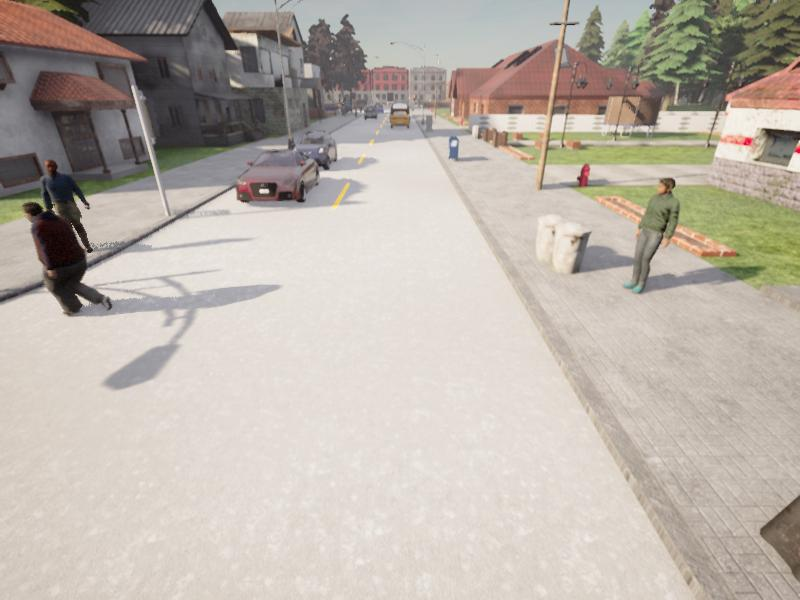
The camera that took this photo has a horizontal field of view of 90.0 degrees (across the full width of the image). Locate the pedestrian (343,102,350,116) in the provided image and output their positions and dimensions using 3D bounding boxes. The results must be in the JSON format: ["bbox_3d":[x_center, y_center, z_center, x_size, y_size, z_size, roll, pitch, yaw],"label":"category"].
[{"bbox_3d":[-8.230,-29.391,61.595,0.751,1.860,0.751,1,27,3],"label":"pedestrian"}]

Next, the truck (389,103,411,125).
[{"bbox_3d":[0.002,-22.353,47.912,2.390,2.098,6.274,0,27,0],"label":"truck"}]

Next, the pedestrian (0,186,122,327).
[{"bbox_3d":[-4.888,-0.611,5.730,0.751,1.860,0.751,0,27,-1],"label":"pedestrian"}]

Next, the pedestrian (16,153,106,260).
[{"bbox_3d":[-6.622,-1.858,7.936,0.751,1.860,0.751,-14,30,-26],"label":"pedestrian"}]

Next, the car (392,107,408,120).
[{"bbox_3d":[-0.006,-25.622,54.929,2.128,1.511,4.902,0,27,0],"label":"car"}]

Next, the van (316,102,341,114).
[{"bbox_3d":[-13.930,-37.354,77.761,4.442,1.987,1.775,0,27,0],"label":"van"}]

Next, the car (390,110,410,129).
[{"bbox_3d":[0.004,-18.696,41.397,1.882,1.535,5.008,0,27,0],"label":"car"}]

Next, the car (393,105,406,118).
[{"bbox_3d":[-0.057,-28.751,60.925,1.851,1.617,3.988,0,27,1],"label":"car"}]

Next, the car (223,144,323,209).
[{"bbox_3d":[-3.995,-4.273,13.463,1.994,1.385,4.181,0,27,0],"label":"car"}]

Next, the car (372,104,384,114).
[{"bbox_3d":[-3.983,-35.413,74.001,2.007,1.525,4.514,0,27,0],"label":"car"}]

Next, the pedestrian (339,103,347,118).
[{"bbox_3d":[-8.085,-26.919,56.793,0.751,1.860,0.751,7,28,13],"label":"pedestrian"}]

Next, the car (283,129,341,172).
[{"bbox_3d":[-3.999,-7.065,18.729,1.845,1.501,3.633,0,27,0],"label":"car"}]

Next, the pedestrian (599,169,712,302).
[{"bbox_3d":[3.918,-1.011,6.282,0.751,1.860,0.751,-7,28,-13],"label":"pedestrian"}]

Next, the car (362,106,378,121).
[{"bbox_3d":[-3.996,-25.364,54.321,1.851,1.617,3.988,0,27,0],"label":"car"}]

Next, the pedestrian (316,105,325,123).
[{"bbox_3d":[-9.122,-21.397,46.028,0.751,1.860,0.751,-2,27,-3],"label":"pedestrian"}]
